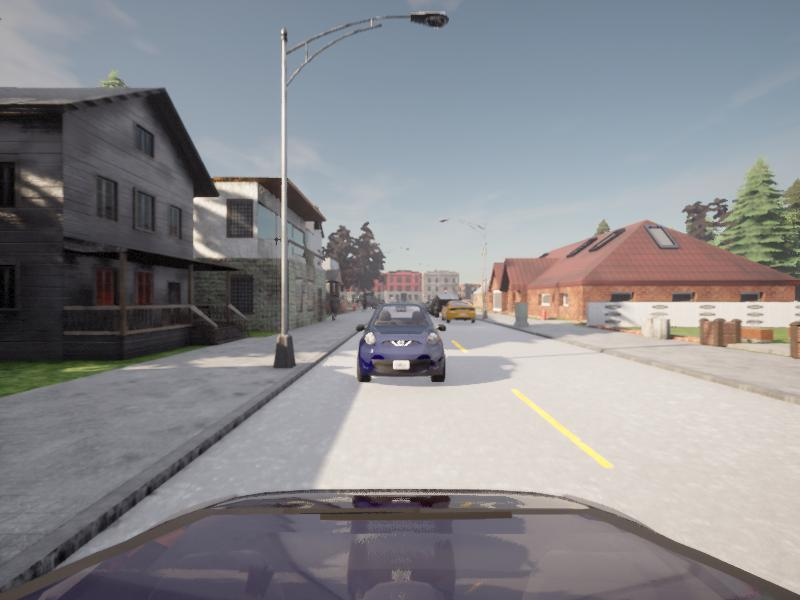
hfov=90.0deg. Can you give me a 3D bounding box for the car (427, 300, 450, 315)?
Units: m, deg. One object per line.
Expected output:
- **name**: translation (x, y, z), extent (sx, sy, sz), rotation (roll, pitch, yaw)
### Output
- **car**: translation (4.112, 0.790, 43.495), extent (2.128, 1.511, 4.902), rotation (0, 0, 0)

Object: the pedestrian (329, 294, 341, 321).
- **pedestrian**: translation (-4.548, 0.504, 27.912), extent (0.751, 1.860, 0.751), rotation (0, 0, -1)

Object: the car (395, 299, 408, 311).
- **car**: translation (0.166, 0.726, 58.828), extent (1.851, 1.617, 3.988), rotation (0, 0, 0)

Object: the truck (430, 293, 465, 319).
- **truck**: translation (4.099, 0.504, 35.759), extent (2.390, 2.098, 6.274), rotation (0, 0, 0)

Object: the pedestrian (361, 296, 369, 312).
- **pedestrian**: translation (-4.098, 0.484, 46.450), extent (0.751, 1.860, 0.751), rotation (0, 0, 8)

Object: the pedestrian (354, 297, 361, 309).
- **pedestrian**: translation (-6.768, 0.458, 63.592), extent (0.751, 1.860, 0.751), rotation (0, 0, 41)

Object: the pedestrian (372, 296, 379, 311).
- **pedestrian**: translation (-3.099, 0.480, 50.348), extent (0.751, 1.860, 0.751), rotation (0, 0, 1)

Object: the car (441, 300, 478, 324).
- **car**: translation (4.080, 0.793, 28.293), extent (1.882, 1.535, 5.008), rotation (0, 0, 0)

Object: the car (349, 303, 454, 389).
- **car**: translation (0.024, 0.817, 8.853), extent (1.845, 1.501, 3.633), rotation (0, 0, 0)
